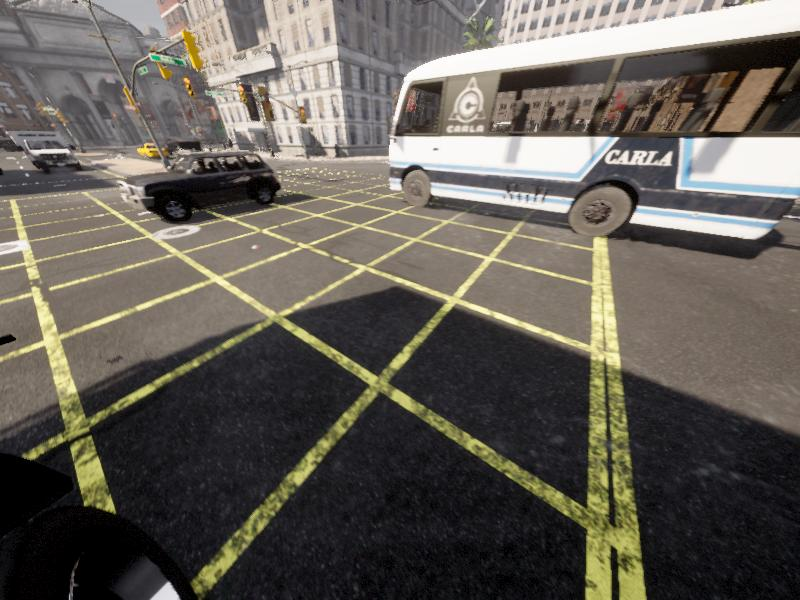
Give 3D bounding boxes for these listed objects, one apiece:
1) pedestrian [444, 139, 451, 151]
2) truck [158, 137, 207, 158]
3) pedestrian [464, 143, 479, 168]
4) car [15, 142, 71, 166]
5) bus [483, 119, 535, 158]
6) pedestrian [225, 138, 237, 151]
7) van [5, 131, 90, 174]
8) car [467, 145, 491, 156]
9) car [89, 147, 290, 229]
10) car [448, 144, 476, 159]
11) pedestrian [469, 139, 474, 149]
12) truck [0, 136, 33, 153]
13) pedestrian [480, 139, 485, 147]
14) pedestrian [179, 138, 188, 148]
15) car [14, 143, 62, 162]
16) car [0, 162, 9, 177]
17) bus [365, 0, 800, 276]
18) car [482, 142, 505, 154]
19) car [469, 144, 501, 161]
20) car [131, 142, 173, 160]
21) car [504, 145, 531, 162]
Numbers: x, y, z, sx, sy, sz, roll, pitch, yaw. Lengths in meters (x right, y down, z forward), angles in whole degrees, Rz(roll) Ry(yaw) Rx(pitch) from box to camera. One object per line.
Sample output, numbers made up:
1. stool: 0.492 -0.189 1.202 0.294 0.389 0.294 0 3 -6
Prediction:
1. pedestrian: 9.127 -30.052 44.676 0.751 1.860 0.751 -27 44 -34
2. truck: -28.349 -19.933 30.064 6.274 2.098 2.390 22 41 28
3. pedestrian: 6.394 -13.001 20.742 0.751 1.860 0.751 22 41 28
4. car: -33.364 -13.689 21.576 4.856 1.649 2.033 22 41 28
5. bus: 16.707 -24.431 35.012 3.944 4.253 10.273 22 41 28
6. pedestrian: -28.018 -25.808 38.299 0.751 1.860 0.751 26 43 32
7. van: -27.091 -11.441 17.756 6.366 2.431 2.351 22 41 28
8. car: 12.411 -23.357 36.013 1.895 1.301 4.718 22 41 28
9. car: -6.784 -4.252 8.236 1.932 1.855 4.605 22 41 28
10. car: 8.497 -20.197 31.367 1.812 1.442 4.674 22 41 28
11. pedestrian: 16.574 -36.170 53.420 0.751 1.860 0.751 19 39 25
12. truck: -61.776 -23.520 34.823 6.274 2.098 2.390 -19 40 -25
13. pedestrian: 22.016 -41.851 61.525 0.751 1.860 0.751 19 39 24
14. pedestrian: -47.808 -34.717 51.001 0.751 1.860 0.751 25 42 30
15. car: -39.216 -16.075 25.003 4.902 1.511 2.128 23 41 28
16. car: -28.732 -9.224 15.494 5.357 1.411 2.033 22 41 28
17. bus: 4.264 -4.874 7.169 10.273 4.253 3.944 22 41 28
18. car: 16.486 -26.796 40.602 2.242 1.667 4.611 23 41 28
19. car: 10.752 -18.564 28.997 2.038 1.542 4.974 22 41 28
20. car: -29.365 -17.669 27.298 5.366 1.575 1.801 22 41 28
21. car: 14.400 -18.024 28.316 1.816 1.474 4.193 22 41 28
